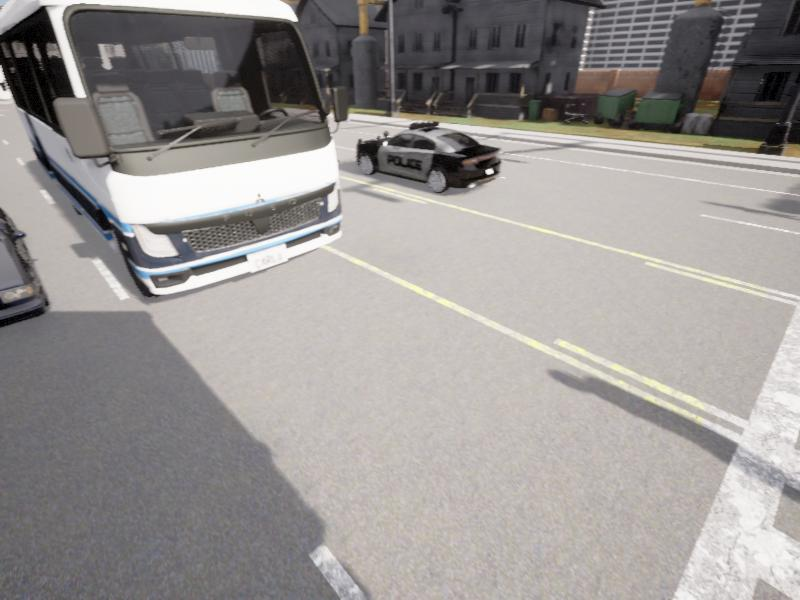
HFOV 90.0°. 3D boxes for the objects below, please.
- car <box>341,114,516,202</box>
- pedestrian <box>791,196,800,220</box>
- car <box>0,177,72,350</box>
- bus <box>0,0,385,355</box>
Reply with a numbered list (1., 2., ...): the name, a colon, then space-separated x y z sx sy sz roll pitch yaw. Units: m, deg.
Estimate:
1. car: 0.617 -4.519 12.174 1.930 1.638 5.238 -26 38 -36
2. pedestrian: 9.124 -2.519 8.229 0.751 1.860 0.751 9 32 16
3. car: -7.178 -0.820 6.292 2.033 1.411 5.357 -27 39 -37
4. bus: -5.288 -3.708 8.349 3.944 4.253 10.273 -27 40 -37
